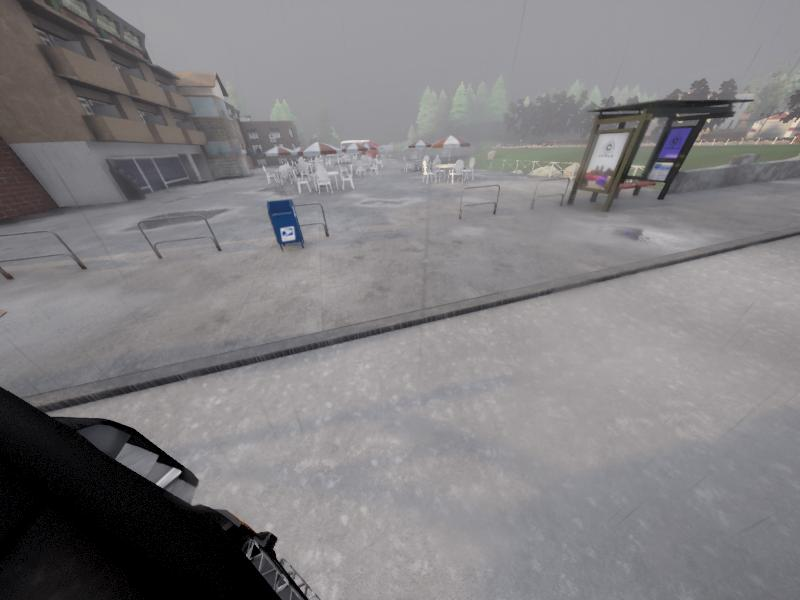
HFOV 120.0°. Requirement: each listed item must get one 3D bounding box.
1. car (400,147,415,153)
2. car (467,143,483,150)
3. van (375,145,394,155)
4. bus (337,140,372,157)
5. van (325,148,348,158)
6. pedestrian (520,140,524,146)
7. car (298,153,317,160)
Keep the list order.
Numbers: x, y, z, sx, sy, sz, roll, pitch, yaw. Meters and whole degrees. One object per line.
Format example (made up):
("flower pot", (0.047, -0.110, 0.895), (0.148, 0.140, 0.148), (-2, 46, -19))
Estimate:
("car", (2.689, -52.184, 80.338), (4.553, 1.767, 2.097), (-12, 35, -13))
("car", (26.775, -54.787, 82.477), (4.856, 1.649, 2.033), (-12, 35, -13))
("van", (-5.260, -50.874, 78.282), (5.915, 2.561, 1.988), (-12, 35, -13))
("bus", (-14.766, -49.540, 75.514), (10.273, 4.253, 3.944), (-12, 35, -13))
("van", (-19.705, -45.498, 71.487), (6.366, 2.431, 2.351), (-12, 35, -13))
("pedestrian", (43.950, -56.382, 83.097), (0.751, 1.860, 0.751), (-16, 36, -19))
("car", (-27.843, -43.460, 69.833), (4.974, 1.542, 2.038), (-12, 35, -13))
